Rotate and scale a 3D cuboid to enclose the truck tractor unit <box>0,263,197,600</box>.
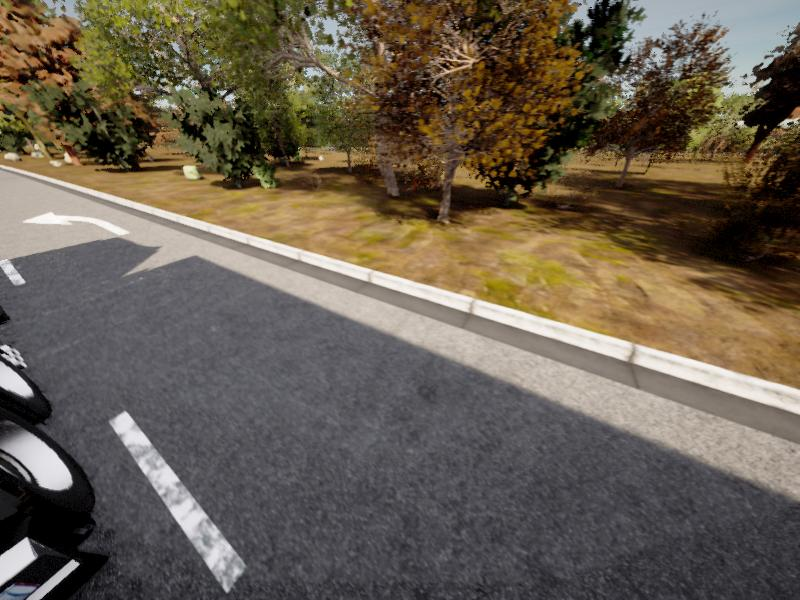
[{"bbox_3d":[-5.108,-0.304,0.777,6.516,4.208,3.053,19,39,24],"label":"truck tractor unit"}]
